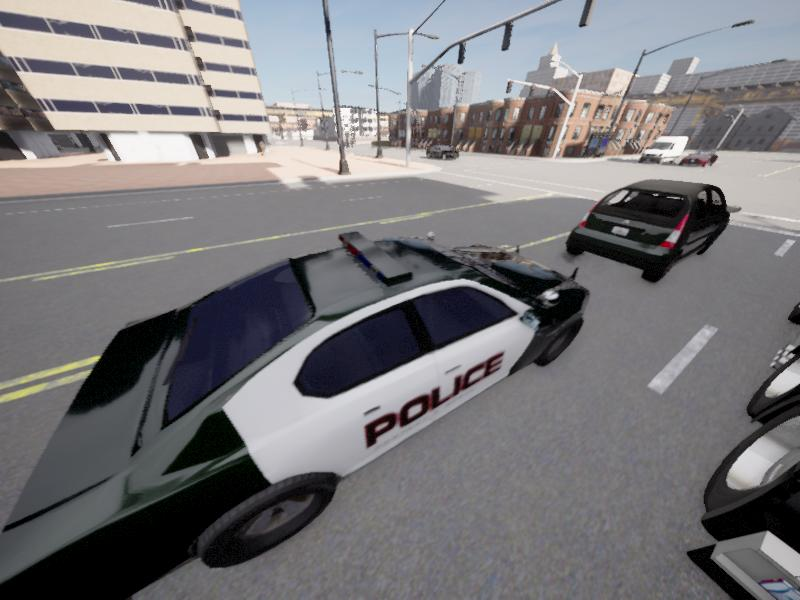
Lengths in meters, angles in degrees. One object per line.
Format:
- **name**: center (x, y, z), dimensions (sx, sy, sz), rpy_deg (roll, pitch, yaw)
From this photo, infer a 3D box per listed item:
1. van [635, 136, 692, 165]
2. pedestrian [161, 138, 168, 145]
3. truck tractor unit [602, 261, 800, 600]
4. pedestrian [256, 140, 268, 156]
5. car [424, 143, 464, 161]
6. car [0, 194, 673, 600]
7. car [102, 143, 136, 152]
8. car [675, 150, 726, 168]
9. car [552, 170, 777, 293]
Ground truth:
- **van**: center (30.311, -17.233, 26.569), dimensions (5.915, 2.561, 1.988), rpy_deg (-18, 39, -24)
- **pedestrian**: center (-71.353, -48.101, 69.997), dimensions (0.751, 1.860, 0.751), rpy_deg (-22, 41, -29)
- **truck tractor unit**: center (5.112, -0.297, 0.791), dimensions (6.516, 4.208, 3.053), rpy_deg (-18, 39, -24)
- **pedestrian**: center (-18.453, -20.409, 31.014), dimensions (0.751, 1.860, 0.751), rpy_deg (-8, 36, -12)
- **car**: center (5.352, -18.566, 28.914), dimensions (1.930, 1.638, 5.238), rpy_deg (-18, 39, -25)
- **car**: center (0.107, 0.106, 2.476), dimensions (4.974, 1.542, 2.038), rpy_deg (-18, 39, -25)
- **car**: center (-60.090, -32.795, 49.565), dimensions (4.193, 1.474, 1.816), rpy_deg (-20, 40, -25)
- **car**: center (31.289, -14.741, 24.063), dimensions (4.181, 1.385, 1.994), rpy_deg (-18, 39, -24)
- **car**: center (5.828, -1.816, 5.208), dimensions (3.988, 1.617, 1.851), rpy_deg (-18, 39, -24)
